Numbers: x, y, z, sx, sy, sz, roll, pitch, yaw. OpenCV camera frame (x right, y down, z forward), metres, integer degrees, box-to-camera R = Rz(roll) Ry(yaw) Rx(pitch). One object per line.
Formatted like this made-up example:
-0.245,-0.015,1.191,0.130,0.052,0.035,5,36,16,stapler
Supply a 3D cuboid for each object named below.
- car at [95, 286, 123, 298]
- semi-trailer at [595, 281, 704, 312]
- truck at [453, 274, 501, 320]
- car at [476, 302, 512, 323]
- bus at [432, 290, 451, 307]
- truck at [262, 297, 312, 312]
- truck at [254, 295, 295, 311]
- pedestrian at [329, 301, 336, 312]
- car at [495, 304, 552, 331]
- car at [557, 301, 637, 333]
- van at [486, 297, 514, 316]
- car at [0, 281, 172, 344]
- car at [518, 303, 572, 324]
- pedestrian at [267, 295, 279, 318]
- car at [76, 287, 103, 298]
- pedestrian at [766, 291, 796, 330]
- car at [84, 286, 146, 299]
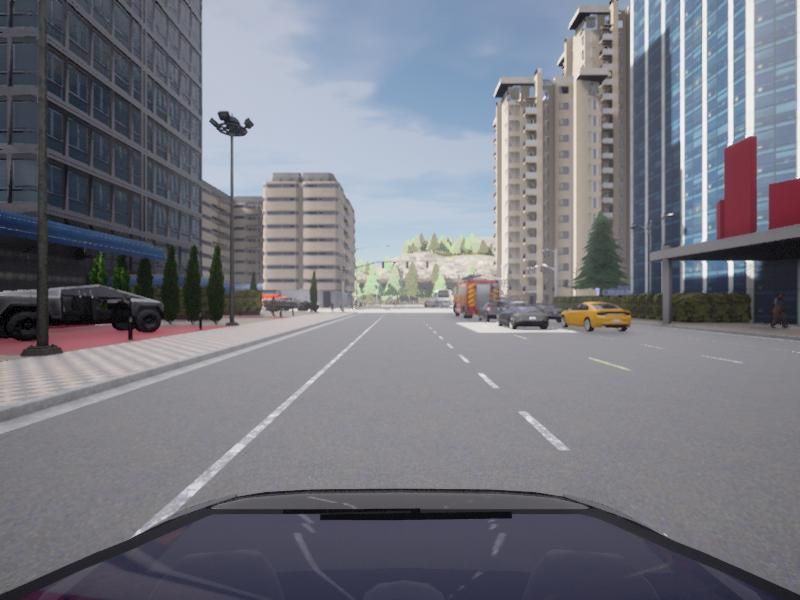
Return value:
-11.999,-0.316,16.511,0.156,0.468,0.945,0,0,31,car
36.897,-0.534,59.457,14.254,4.402,2.717,0,0,2,semi-trailer
7.008,-0.268,37.716,2.891,3.827,8.468,0,0,0,truck
7.002,0.869,30.147,1.845,1.501,3.633,0,0,0,car
10.384,-0.394,101.635,3.944,4.253,10.273,0,0,0,bus
-15.827,0.621,56.327,6.274,2.098,2.390,0,0,1,truck
-18.731,0.440,59.871,5.204,2.467,2.627,0,0,1,truck
-8.169,0.833,48.504,0.751,1.300,0.751,0,0,-1,pedestrian
7.008,0.941,23.200,1.994,1.385,4.181,0,0,0,car
10.500,0.854,21.828,1.882,1.535,5.008,0,0,0,car
10.501,0.658,42.296,1.775,1.987,4.442,0,0,0,van
-13.121,0.426,16.310,2.390,2.098,6.274,0,0,31,car
10.503,0.937,29.543,2.033,1.411,5.357,0,0,0,car
-10.617,0.531,33.560,0.751,1.860,0.751,0,0,1,pedestrian
-13.489,-0.314,17.389,0.156,0.468,0.945,0,0,31,car
18.545,0.513,19.504,0.751,1.860,0.751,0,0,2,pedestrian
-12.431,-0.321,17.481,1.750,0.535,1.642,0,0,31,car
